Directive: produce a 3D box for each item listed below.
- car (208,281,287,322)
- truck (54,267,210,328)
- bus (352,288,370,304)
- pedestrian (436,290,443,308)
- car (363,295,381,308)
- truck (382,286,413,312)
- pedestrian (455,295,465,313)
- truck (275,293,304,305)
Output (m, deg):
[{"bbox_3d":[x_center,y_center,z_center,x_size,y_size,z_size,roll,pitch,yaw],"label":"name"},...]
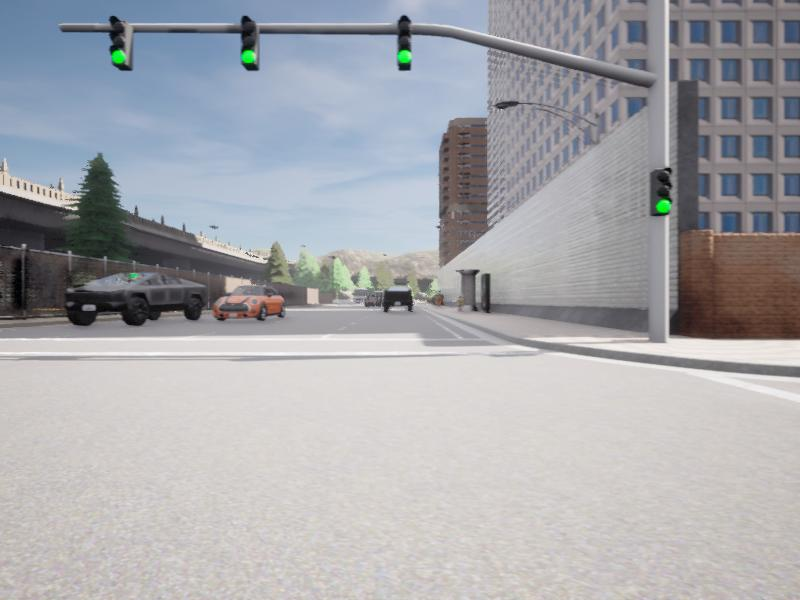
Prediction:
[{"bbox_3d":[-7.212,0.075,19.539,2.097,1.767,4.553,0,0,0],"label":"car"},{"bbox_3d":[-10.718,-0.080,16.905,2.390,2.098,6.274,0,0,0],"label":"truck"},{"bbox_3d":[-10.391,-1.105,108.720,3.944,4.253,10.273,0,0,0],"label":"bus"},{"bbox_3d":[4.032,-0.117,40.999,0.751,1.860,0.751,0,0,7],"label":"pedestrian"},{"bbox_3d":[-3.644,0.177,53.506,2.033,1.649,4.856,0,-1,0],"label":"car"},{"bbox_3d":[-0.179,-0.066,34.392,2.390,2.098,6.274,0,0,0],"label":"truck"},{"bbox_3d":[3.635,0.253,24.221,0.500,1.100,0.500,0,0,-2],"label":"pedestrian"},{"bbox_3d":[-22.910,-0.176,82.964,5.204,2.467,2.627,0,0,0],"label":"truck"}]
